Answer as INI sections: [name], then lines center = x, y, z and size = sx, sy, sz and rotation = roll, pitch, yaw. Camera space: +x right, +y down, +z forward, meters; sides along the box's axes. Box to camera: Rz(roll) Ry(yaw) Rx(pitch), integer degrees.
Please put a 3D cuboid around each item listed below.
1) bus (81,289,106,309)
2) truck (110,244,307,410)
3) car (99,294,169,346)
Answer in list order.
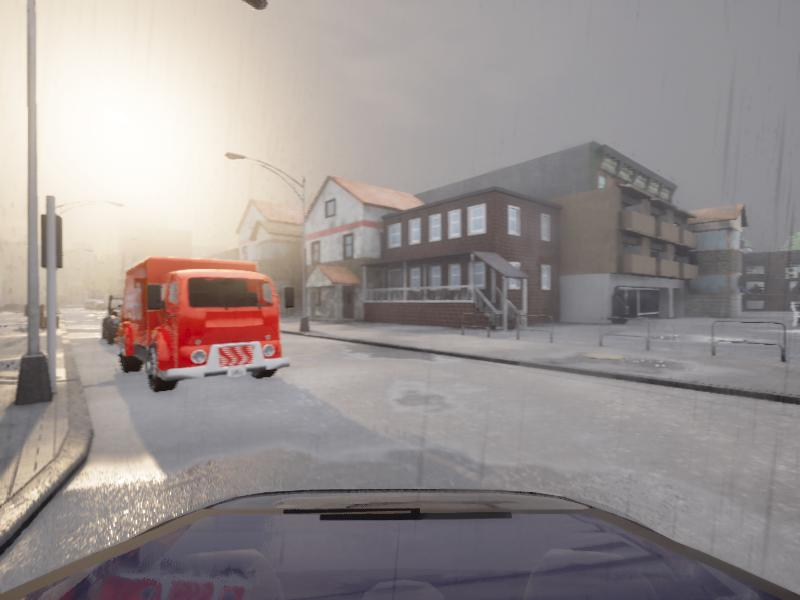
[bus]
center = -69.692, -0.131, 90.974
size = 3.944, 4.253, 10.273
rotation = 0, 0, -41
[truck]
center = -4.464, 0.374, 8.766
size = 2.627, 2.467, 5.204
rotation = 0, 1, -41
[car]
center = -10.949, 0.710, 16.347
size = 1.905, 1.878, 3.866
rotation = 0, 0, -41
